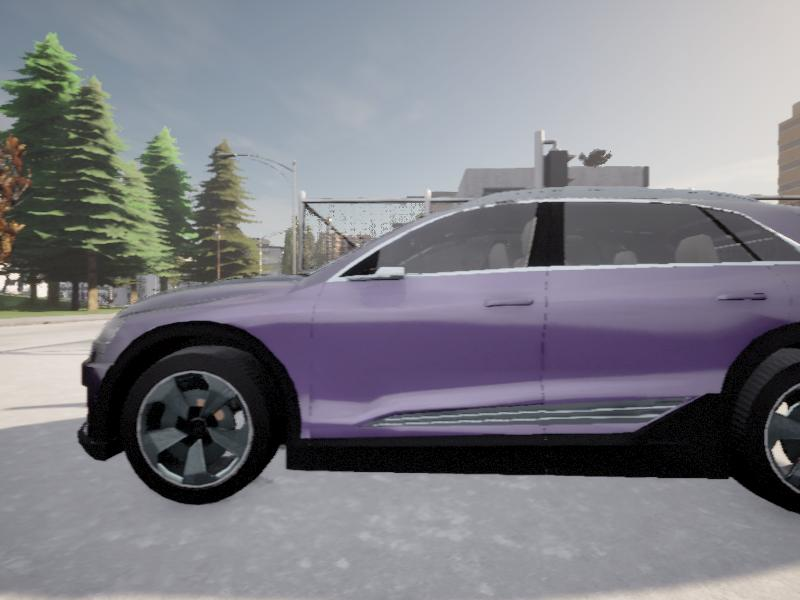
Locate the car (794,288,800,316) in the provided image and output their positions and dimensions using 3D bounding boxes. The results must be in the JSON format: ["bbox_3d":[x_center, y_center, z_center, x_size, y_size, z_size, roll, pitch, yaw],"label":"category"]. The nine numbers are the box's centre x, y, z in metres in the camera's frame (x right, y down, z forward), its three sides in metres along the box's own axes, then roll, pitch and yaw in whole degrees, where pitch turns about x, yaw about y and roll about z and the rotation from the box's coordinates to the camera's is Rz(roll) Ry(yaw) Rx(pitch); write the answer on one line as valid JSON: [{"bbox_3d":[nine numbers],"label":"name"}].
[{"bbox_3d":[26.481,0.120,23.385,4.611,1.667,2.242,0,0,2],"label":"car"}]

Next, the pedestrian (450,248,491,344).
[{"bbox_3d":[1.402,-0.077,8.091,0.751,1.860,0.751,0,0,6],"label":"pedestrian"}]

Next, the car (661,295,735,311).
[{"bbox_3d":[27.801,0.244,37.432,5.357,1.415,2.033,0,0,2],"label":"car"}]

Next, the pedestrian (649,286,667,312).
[{"bbox_3d":[18.562,-0.048,28.792,0.751,1.860,0.751,0,0,-11],"label":"pedestrian"}]

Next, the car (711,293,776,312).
[{"bbox_3d":[28.030,0.184,32.740,3.633,1.501,1.845,0,0,2],"label":"car"}]

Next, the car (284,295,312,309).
[{"bbox_3d":[-10.909,0.224,43.199,1.816,1.474,4.193,0,0,2],"label":"car"}]

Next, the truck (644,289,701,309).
[{"bbox_3d":[28.121,-0.068,41.382,4.478,2.038,2.069,0,0,2],"label":"truck"}]

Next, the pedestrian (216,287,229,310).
[{"bbox_3d":[-14.293,-0.099,32.237,0.751,1.860,0.751,0,0,-6],"label":"pedestrian"}]

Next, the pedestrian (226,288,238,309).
[{"bbox_3d":[-15.126,-0.101,36.080,0.751,1.860,0.751,0,0,3],"label":"pedestrian"}]

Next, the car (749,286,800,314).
[{"bbox_3d":[26.902,0.014,27.663,3.866,1.878,1.905,0,0,2],"label":"car"}]

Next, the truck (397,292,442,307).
[{"bbox_3d":[2.721,-0.073,56.279,6.274,2.098,2.390,0,0,2],"label":"truck"}]

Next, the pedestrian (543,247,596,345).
[{"bbox_3d":[3.345,-0.075,7.973,0.751,1.860,0.751,0,0,2],"label":"pedestrian"}]

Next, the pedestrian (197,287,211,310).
[{"bbox_3d":[-15.872,-0.101,32.404,0.751,1.860,0.751,0,0,13],"label":"pedestrian"}]

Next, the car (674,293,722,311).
[{"bbox_3d":[27.633,0.172,37.211,1.789,1.547,3.705,0,0,2],"label":"car"}]

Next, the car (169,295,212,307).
[{"bbox_3d":[-30.122,0.119,57.544,5.027,1.651,2.152,0,0,2],"label":"car"}]

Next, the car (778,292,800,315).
[{"bbox_3d":[25.954,0.222,25.537,2.207,1.379,1.481,0,0,2],"label":"car"}]

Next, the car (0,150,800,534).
[{"bbox_3d":[0.577,0.176,2.779,4.856,1.649,2.033,0,0,2],"label":"car"}]
